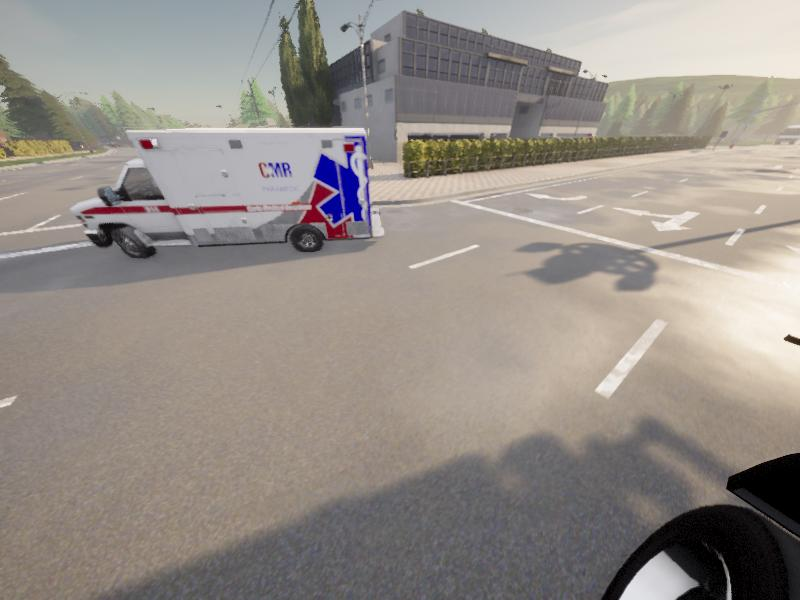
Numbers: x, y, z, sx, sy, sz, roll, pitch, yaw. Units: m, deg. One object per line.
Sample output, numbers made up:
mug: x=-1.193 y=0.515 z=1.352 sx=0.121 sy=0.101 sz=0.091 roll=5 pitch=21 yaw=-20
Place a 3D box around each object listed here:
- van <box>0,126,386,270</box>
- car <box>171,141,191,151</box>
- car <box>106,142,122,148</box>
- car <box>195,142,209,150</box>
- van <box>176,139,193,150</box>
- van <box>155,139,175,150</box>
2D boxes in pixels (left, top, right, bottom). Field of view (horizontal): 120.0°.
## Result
van: x=-3.635 y=-2.568 z=5.503 sx=6.366 sy=2.431 sz=2.351 roll=-4 pitch=38 yaw=-6
car: x=-47.669 y=-33.581 z=50.417 sx=2.242 sy=1.667 sz=4.611 roll=-20 pitch=40 yaw=-26
car: x=-81.373 y=-44.169 z=65.716 sx=4.674 sy=1.442 sz=1.812 roll=22 pitch=41 yaw=28
car: x=-47.552 y=-37.161 z=55.605 sx=1.994 sy=1.385 sz=4.181 roll=-20 pitch=40 yaw=-26
van: x=-52.003 y=-37.671 z=55.802 sx=2.069 sy=2.038 sz=4.480 roll=-20 pitch=40 yaw=-26
van: x=-54.224 y=-35.920 z=53.340 sx=2.069 sy=2.038 sz=4.480 roll=-20 pitch=40 yaw=-26
